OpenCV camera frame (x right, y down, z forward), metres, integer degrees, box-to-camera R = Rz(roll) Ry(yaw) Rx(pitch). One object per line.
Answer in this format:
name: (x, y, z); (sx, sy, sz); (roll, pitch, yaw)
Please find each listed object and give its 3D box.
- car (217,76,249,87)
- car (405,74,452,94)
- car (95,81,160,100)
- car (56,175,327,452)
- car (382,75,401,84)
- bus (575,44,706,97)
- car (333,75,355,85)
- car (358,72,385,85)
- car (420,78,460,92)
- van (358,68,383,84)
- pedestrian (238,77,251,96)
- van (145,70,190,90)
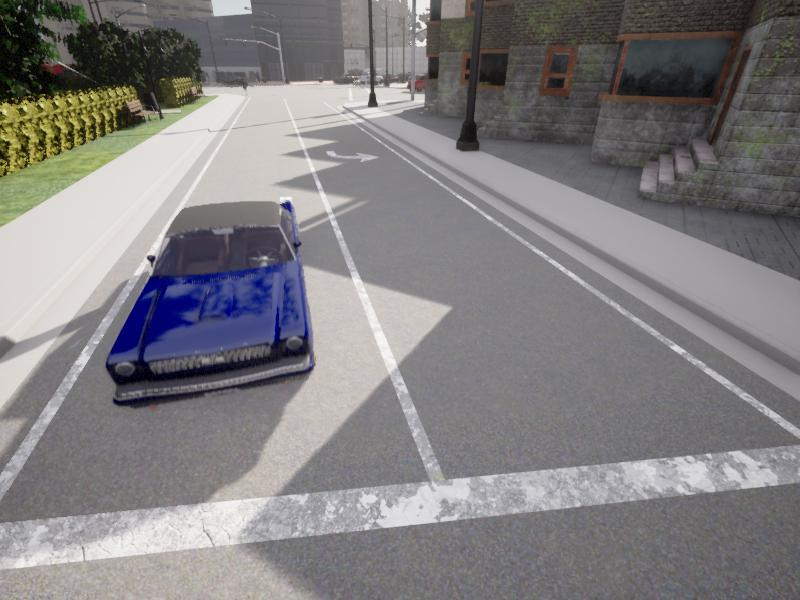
car: (-28.001, -36.729, 67.268); (4.792, 1.488, 2.163); (16, 34, 25)
car: (3.634, -27.887, 51.544); (5.566, 2.045, 2.150); (16, 34, 25)
car: (-28.023, -21.694, 41.356); (2.128, 1.511, 4.902); (16, 34, 26)
car: (-2.282, -0.459, 5.482); (1.895, 1.301, 4.718); (-8, 31, -14)
car: (-1.687, -44.603, 80.739); (1.816, 1.474, 4.193); (17, 34, 26)
bus: (24.009, -23.202, 40.723); (10.273, 4.253, 3.944); (15, 33, 26)
car: (-10.325, -40.601, 73.834); (1.816, 1.474, 4.193); (16, 34, 26)
car: (-5.284, -41.728, 75.232); (2.150, 2.045, 5.566); (17, 34, 26)
car: (5.348, -29.205, 54.318); (5.008, 1.535, 1.882); (16, 34, 25)
van: (-5.894, -44.913, 80.182); (1.988, 2.561, 5.915); (17, 34, 26)
pedestrian: (-17.688, -24.366, 45.605); (0.751, 1.860, 0.751); (15, 33, 23)
van: (-34.789, -32.969, 59.877); (6.366, 2.431, 2.351); (16, 34, 26)
